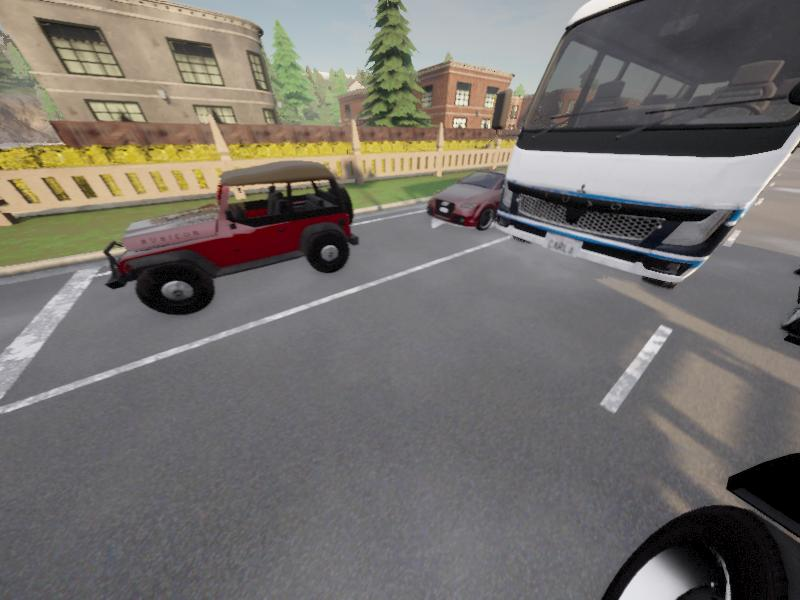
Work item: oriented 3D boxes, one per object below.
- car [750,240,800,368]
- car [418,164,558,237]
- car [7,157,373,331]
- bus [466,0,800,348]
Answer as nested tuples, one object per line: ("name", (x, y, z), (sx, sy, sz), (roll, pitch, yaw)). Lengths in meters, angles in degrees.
("car", (7.146, -0.274, 2.929), (4.902, 1.511, 2.128), (-21, 40, -27))
("car", (2.888, -3.473, 7.623), (4.181, 1.385, 1.994), (-23, 41, -29))
("car", (-2.722, -1.416, 4.297), (3.866, 1.878, 1.905), (-22, 41, -28))
("bus", (6.956, -3.752, 5.485), (10.273, 4.253, 3.944), (-22, 41, -28))
